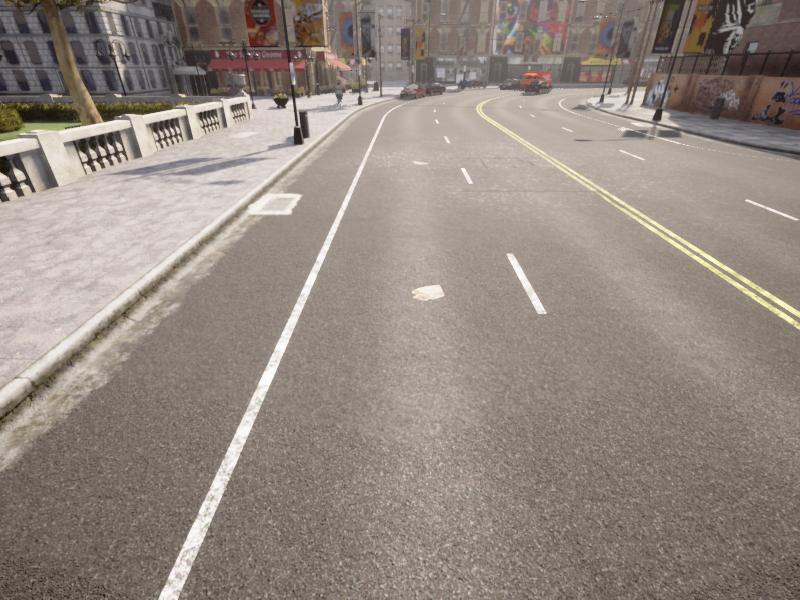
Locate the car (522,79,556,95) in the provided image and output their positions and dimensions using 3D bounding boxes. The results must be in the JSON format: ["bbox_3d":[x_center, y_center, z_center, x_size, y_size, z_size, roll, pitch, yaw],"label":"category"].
[{"bbox_3d":[17.740,-27.192,50.963,1.930,1.638,5.238,23,37,34],"label":"car"}]

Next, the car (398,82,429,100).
[{"bbox_3d":[1.524,-22.940,43.863,2.002,1.452,4.674,11,32,18],"label":"car"}]

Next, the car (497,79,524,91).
[{"bbox_3d":[16.182,-31.469,58.534,1.970,1.475,3.806,26,39,37],"label":"car"}]

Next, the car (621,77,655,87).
[{"bbox_3d":[40.637,-37.273,68.414,4.514,1.525,2.007,-3,30,-6],"label":"car"}]

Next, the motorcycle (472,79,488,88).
[{"bbox_3d":[12.300,-33.411,61.701,2.356,1.277,0.764,5,31,9],"label":"motorcycle"}]

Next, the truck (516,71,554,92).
[{"bbox_3d":[19.072,-30.900,56.487,2.627,2.467,5.204,26,39,37],"label":"truck"}]

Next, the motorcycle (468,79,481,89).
[{"bbox_3d":[11.358,-32.907,60.894,1.805,1.236,0.856,5,31,9],"label":"motorcycle"}]

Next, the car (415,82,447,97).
[{"bbox_3d":[3.766,-25.535,48.456,1.895,1.301,4.718,17,34,26],"label":"car"}]

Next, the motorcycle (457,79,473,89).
[{"bbox_3d":[9.819,-32.501,60.141,2.209,1.251,0.867,5,31,9],"label":"motorcycle"}]

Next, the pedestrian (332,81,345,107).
[{"bbox_3d":[-4.984,-16.763,32.534,0.751,1.860,0.751,5,31,9],"label":"pedestrian"}]
